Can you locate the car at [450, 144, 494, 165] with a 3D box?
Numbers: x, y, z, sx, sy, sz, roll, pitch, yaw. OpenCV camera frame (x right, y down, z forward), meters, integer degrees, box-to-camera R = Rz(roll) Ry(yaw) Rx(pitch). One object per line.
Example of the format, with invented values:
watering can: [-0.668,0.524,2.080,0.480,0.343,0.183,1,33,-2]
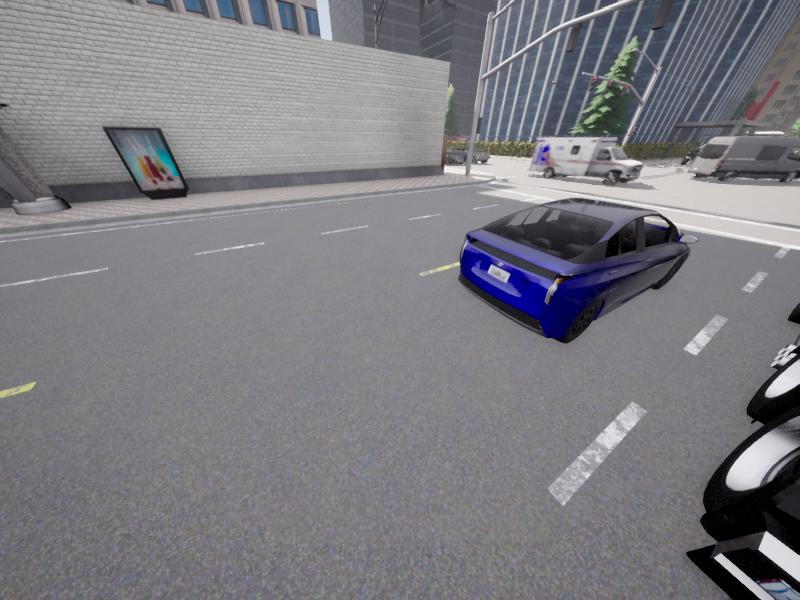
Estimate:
car: [8.186,-16.880,26.750,1.932,1.855,4.605,-18,38,-24]

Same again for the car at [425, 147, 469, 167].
car: [5.047,-15.899,25.530,2.033,1.649,4.856,-18,39,-24]

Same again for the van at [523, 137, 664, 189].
van: [12.093,-9.284,15.331,2.351,2.431,6.366,-18,39,-24]

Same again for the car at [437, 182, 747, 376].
car: [3.120,-0.868,3.931,4.514,1.525,2.007,-18,39,-24]

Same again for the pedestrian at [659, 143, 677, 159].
pedestrian: [36.549,-20.358,31.557,0.751,1.860,0.751,-20,40,-26]

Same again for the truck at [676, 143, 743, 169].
truck: [32.934,-15.450,24.585,6.274,2.098,2.390,-18,39,-24]

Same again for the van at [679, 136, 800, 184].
van: [23.834,-9.449,15.571,5.915,2.561,1.988,3,36,4]

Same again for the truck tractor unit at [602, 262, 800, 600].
truck tractor unit: [5.106,-0.305,0.787,6.516,4.208,3.053,-18,39,-24]
